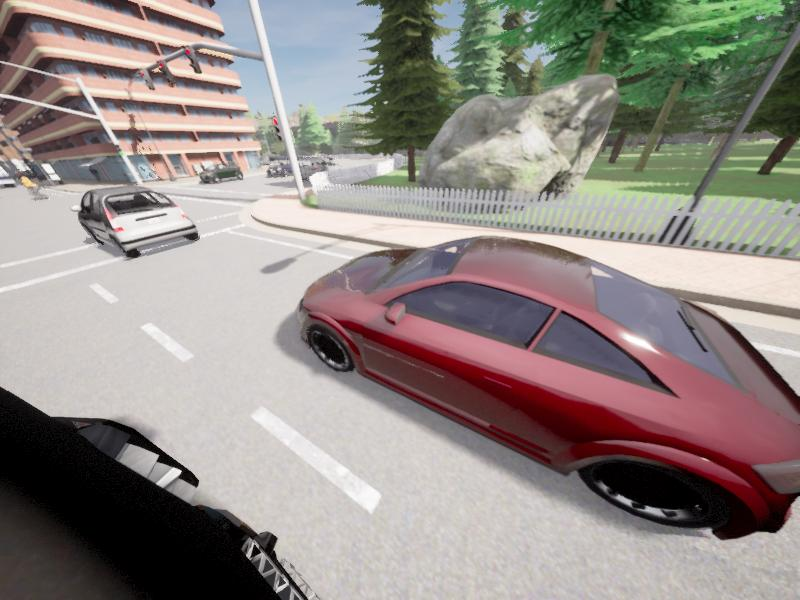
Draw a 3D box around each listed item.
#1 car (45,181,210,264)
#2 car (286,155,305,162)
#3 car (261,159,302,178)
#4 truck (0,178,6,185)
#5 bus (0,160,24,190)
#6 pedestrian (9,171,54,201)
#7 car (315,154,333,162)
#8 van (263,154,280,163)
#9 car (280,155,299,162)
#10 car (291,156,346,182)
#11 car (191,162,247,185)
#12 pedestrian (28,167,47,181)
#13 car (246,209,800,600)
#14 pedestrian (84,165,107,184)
[{"bbox_3d":[-8.181,-2.547,7.004,3.988,1.617,1.851,16,38,26],"label":"car"},{"bbox_3d":[-30.263,-41.076,66.947,5.357,1.411,2.033,16,38,26],"label":"car"},{"bbox_3d":[-12.749,-14.373,25.221,1.970,1.475,3.806,3,34,9],"label":"car"},{"bbox_3d":[-65.078,-19.654,35.286,8.468,3.827,2.891,16,38,26],"label":"truck"},{"bbox_3d":[-53.959,-16.579,29.395,10.273,4.253,3.944,16,38,26],"label":"bus"},{"bbox_3d":[-26.694,-8.261,16.777,0.751,1.860,0.751,7,35,15],"label":"pedestrian"},{"bbox_3d":[-18.013,-33.518,54.472,2.038,1.542,4.974,-25,40,-30],"label":"car"},{"bbox_3d":[-37.156,-41.062,66.946,4.442,1.987,1.775,16,38,26],"label":"van"},{"bbox_3d":[-30.390,-38.902,63.592,4.892,1.490,1.837,16,38,26],"label":"car"},{"bbox_3d":[-7.087,-11.786,20.695,2.242,1.667,4.611,7,35,14],"label":"car"},{"bbox_3d":[-17.392,-12.318,22.418,1.789,1.549,3.705,8,35,16],"label":"car"},{"bbox_3d":[-57.134,-19.864,36.441,0.751,1.860,0.751,18,39,28],"label":"pedestrian"},{"bbox_3d":[0.764,0.099,2.523,4.181,1.385,1.994,16,38,26],"label":"car"},{"bbox_3d":[-35.293,-14.591,26.763,0.751,1.860,0.751,18,39,29],"label":"pedestrian"}]
